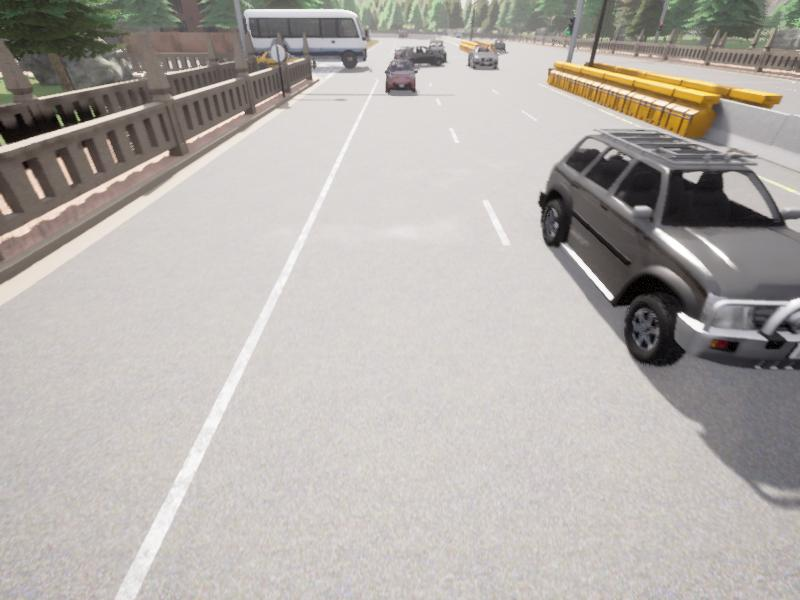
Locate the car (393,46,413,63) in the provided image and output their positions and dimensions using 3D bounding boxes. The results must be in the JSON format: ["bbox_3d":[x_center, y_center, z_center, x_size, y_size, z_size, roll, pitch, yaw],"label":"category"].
[{"bbox_3d":[0.372,-25.654,41.754,1.994,1.385,4.181,1,34,1],"label":"car"}]

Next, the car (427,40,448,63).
[{"bbox_3d":[3.870,-26.161,42.031,1.905,1.878,3.866,0,34,0],"label":"car"}]

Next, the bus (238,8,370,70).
[{"bbox_3d":[-7.868,-22.696,34.868,10.273,4.253,3.944,-1,34,-1],"label":"bus"}]

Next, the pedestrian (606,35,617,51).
[{"bbox_3d":[30.541,-37.075,57.724,0.751,1.860,0.751,1,34,2],"label":"pedestrian"}]

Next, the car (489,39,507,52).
[{"bbox_3d":[14.532,-37.806,59.406,1.845,1.501,3.633,0,34,0],"label":"car"}]

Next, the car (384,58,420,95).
[{"bbox_3d":[0.064,-12.698,22.639,1.845,1.501,3.633,-1,34,-1],"label":"car"}]

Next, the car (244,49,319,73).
[{"bbox_3d":[-9.543,-19.446,32.477,5.366,1.575,1.801,0,34,1],"label":"car"}]

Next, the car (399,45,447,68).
[{"bbox_3d":[2.105,-22.560,37.011,3.988,1.617,1.851,-9,35,-13],"label":"car"}]

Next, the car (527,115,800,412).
[{"bbox_3d":[3.436,-0.997,5.156,1.932,1.855,4.605,0,33,-2],"label":"car"}]

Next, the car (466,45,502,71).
[{"bbox_3d":[7.307,-21.524,35.479,2.152,1.651,5.027,0,34,0],"label":"car"}]
